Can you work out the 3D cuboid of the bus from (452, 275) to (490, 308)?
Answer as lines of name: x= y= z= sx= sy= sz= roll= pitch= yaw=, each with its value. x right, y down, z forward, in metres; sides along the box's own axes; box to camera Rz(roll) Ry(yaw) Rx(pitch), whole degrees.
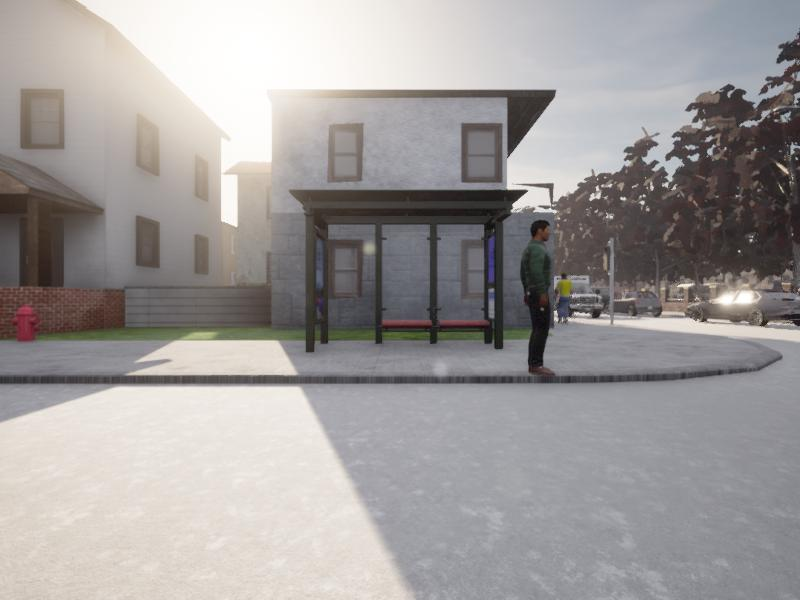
bus: x=10.078 y=-1.136 z=58.138 sx=3.944 sy=4.253 sz=10.273 roll=0 pitch=0 yaw=2

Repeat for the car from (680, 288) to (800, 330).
car: x=13.895 y=0.292 z=15.865 sx=2.033 sy=1.411 sz=5.357 roll=0 pitch=0 yaw=2

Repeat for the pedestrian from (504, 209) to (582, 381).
pedestrian: x=1.662 y=-0.054 z=4.766 sx=0.751 sy=1.860 sz=0.751 roll=0 pitch=0 yaw=9

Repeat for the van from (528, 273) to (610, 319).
van: x=10.048 y=-0.224 z=24.568 sx=2.351 sy=2.431 sz=6.366 roll=0 pitch=0 yaw=0

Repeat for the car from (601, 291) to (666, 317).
car: x=14.195 y=0.224 z=24.567 sx=1.845 sy=1.501 sz=3.633 roll=0 pitch=0 yaw=-1

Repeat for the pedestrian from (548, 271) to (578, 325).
pedestrian: x=5.763 y=-0.076 z=14.179 sx=0.751 sy=1.860 sz=0.751 roll=0 pitch=0 yaw=3

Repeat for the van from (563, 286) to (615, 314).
van: x=14.275 y=-0.004 z=30.574 sx=1.775 sy=1.987 sz=4.442 roll=0 pitch=0 yaw=-2

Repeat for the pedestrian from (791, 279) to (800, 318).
pedestrian: x=19.432 y=-0.069 z=19.114 sx=0.751 sy=1.860 sz=0.751 roll=0 pitch=0 yaw=-1

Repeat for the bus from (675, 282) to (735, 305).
bus: x=59.473 y=-1.144 z=78.397 sx=3.944 sy=4.253 sz=10.273 roll=0 pitch=0 yaw=0

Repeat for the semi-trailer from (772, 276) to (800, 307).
semi-trailer: x=59.460 y=-1.230 z=55.338 sx=2.717 sy=4.402 sz=14.254 roll=0 pitch=0 yaw=1
